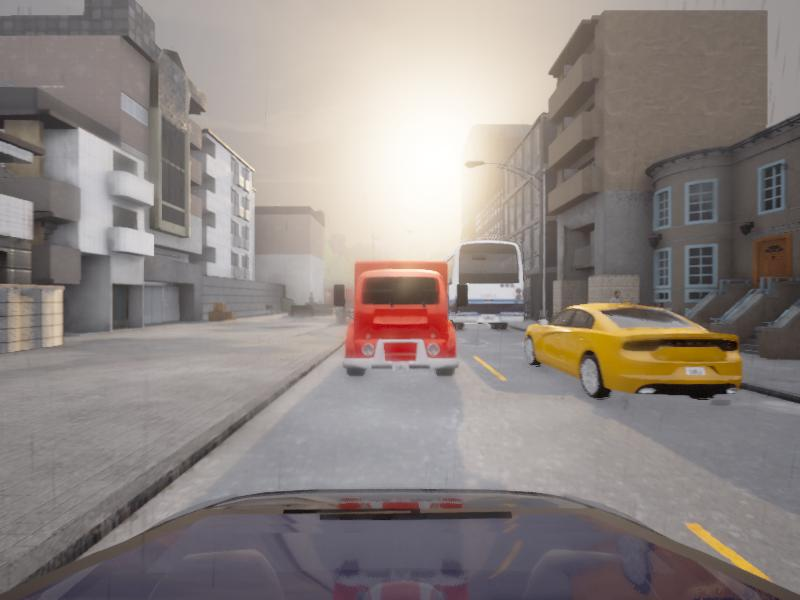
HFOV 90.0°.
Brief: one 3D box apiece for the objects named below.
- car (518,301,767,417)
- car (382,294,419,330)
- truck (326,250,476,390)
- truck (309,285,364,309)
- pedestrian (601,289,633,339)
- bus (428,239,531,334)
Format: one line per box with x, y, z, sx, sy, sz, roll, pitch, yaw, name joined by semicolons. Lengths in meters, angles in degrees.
4.012;0.809;7.897;1.882;1.535;5.008;0;0;0;car
0.039;0.609;22.417;1.905;1.878;3.866;0;0;0;car
0.018;0.334;9.624;2.627;2.467;5.204;0;0;0;truck
-10.172;-0.428;64.868;8.468;3.827;2.891;0;0;0;truck
8.222;0.507;15.203;0.751;1.860;0.751;0;0;-16;pedestrian
3.918;-0.575;23.052;3.944;4.253;10.273;0;0;0;bus
